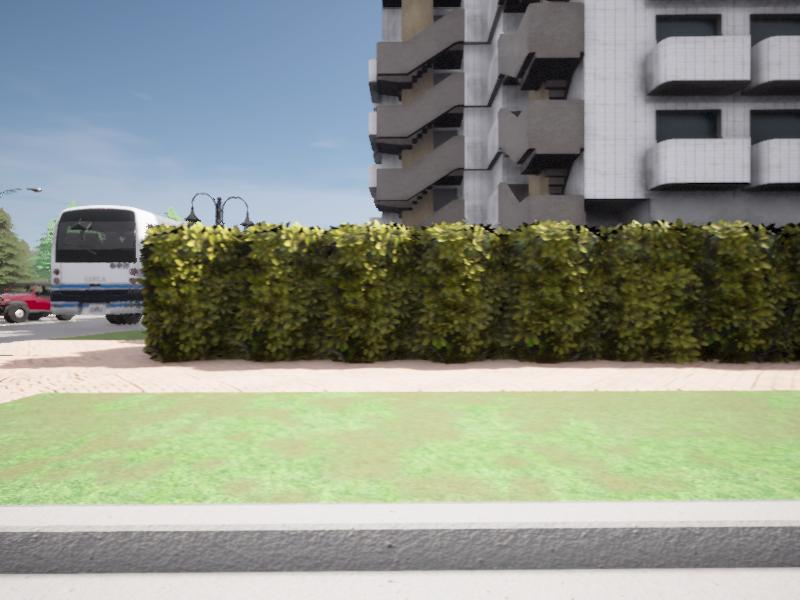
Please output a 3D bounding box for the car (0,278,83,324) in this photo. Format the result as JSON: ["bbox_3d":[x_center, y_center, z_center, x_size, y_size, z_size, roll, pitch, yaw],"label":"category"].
[{"bbox_3d":[-17.035,0.054,18.338,1.905,1.878,3.866,0,0,2],"label":"car"}]

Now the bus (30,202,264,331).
[{"bbox_3d":[-10.146,-1.127,18.380,3.944,4.253,10.273,0,0,2],"label":"bus"}]

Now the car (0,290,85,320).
[{"bbox_3d":[-20.381,0.254,22.215,1.837,1.490,4.892,0,0,2],"label":"car"}]
